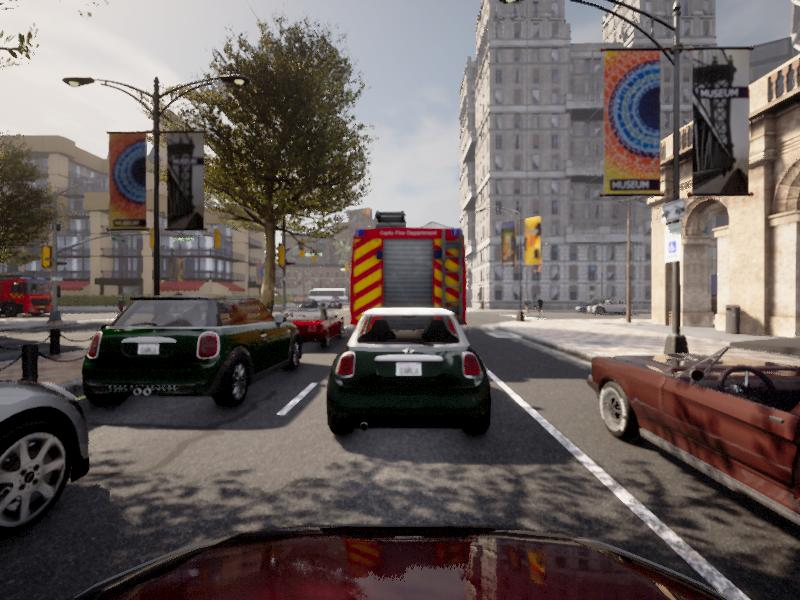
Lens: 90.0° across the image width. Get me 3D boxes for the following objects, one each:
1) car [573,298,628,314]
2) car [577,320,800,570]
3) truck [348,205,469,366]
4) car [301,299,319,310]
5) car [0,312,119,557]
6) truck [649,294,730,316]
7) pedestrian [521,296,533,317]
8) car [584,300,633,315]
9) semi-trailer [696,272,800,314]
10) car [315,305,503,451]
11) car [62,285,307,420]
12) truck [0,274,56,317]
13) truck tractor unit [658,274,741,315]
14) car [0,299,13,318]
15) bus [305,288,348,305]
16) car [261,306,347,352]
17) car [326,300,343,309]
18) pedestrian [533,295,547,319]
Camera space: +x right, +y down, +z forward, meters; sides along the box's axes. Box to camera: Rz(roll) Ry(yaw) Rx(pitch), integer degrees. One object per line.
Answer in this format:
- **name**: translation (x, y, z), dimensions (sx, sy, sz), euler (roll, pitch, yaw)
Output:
- **car**: translation (21.584, 0.676, 43.235), dimensions (4.856, 1.649, 2.033), euler (0, 0, 1)
- **car**: translation (3.308, 0.931, 3.057), dimensions (1.895, 1.301, 4.718), euler (0, 0, 1)
- **truck**: translation (0.273, -0.353, 13.777), dimensions (2.891, 3.827, 8.468), euler (0, 0, 1)
- **car**: translation (-13.798, 0.675, 61.322), dimensions (1.789, 1.549, 3.705), euler (0, 0, 1)
- **car**: translation (-3.473, 0.850, 1.599), dimensions (1.970, 1.475, 3.806), euler (0, 0, 1)
- **truck**: translation (28.529, 0.447, 39.633), dimensions (6.274, 2.098, 2.390), euler (0, 0, 1)
- **pedestrian**: translation (11.170, 0.554, 35.199), dimensions (0.751, 1.860, 0.751), euler (0, 0, -2)
- **car**: translation (20.634, 0.759, 39.749), dimensions (3.806, 1.475, 1.970), euler (0, 0, 1)
- **semi-trailer**: translation (39.986, -0.723, 42.914), dimensions (14.254, 4.402, 2.717), euler (0, 0, 1)
- **car**: translation (0.119, 0.839, 6.110), dimensions (1.970, 1.475, 3.806), euler (0, 0, 1)
- **car**: translation (-3.355, 0.677, 7.525), dimensions (2.097, 1.767, 4.553), euler (0, 0, 1)
- **truck**: translation (-37.345, -0.400, 37.060), dimensions (8.468, 3.827, 2.891), euler (0, 0, 1)
- **truck tractor unit**: translation (32.076, -0.620, 43.069), dimensions (6.516, 4.208, 3.053), euler (0, 0, 1)
- **car**: translation (-36.048, 0.699, 33.546), dimensions (5.238, 1.638, 1.930), euler (0, 0, 0)
- **bus**: translation (-18.616, -0.771, 102.076), dimensions (10.273, 4.253, 3.944), euler (0, 0, 2)
- **car**: translation (-3.219, 0.911, 14.444), dimensions (1.895, 1.301, 4.718), euler (0, 0, 1)
- **car**: translation (-10.261, 0.709, 63.187), dimensions (1.970, 1.475, 3.806), euler (0, 0, 1)
- **pedestrian**: translation (10.852, 0.564, 31.086), dimensions (0.751, 1.860, 0.751), euler (0, 0, -7)
